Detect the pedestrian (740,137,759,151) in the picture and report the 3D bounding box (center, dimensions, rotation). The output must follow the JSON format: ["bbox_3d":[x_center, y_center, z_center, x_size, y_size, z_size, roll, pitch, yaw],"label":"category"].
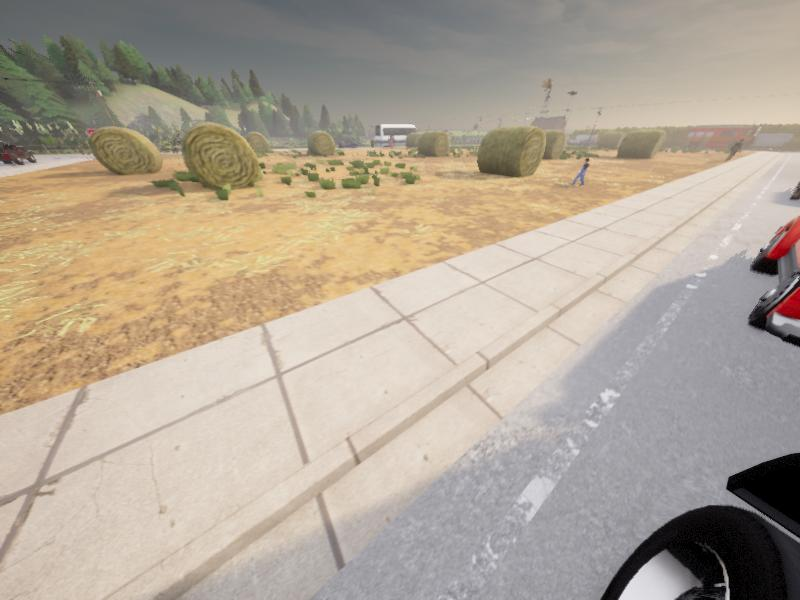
[{"bbox_3d":[57.041,-25.436,37.689,0.751,1.860,0.751,-11,37,-15],"label":"pedestrian"}]

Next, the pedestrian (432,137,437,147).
[{"bbox_3d":[7.617,-35.188,51.388,0.751,1.860,0.751,-21,41,-27],"label":"pedestrian"}]

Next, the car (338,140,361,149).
[{"bbox_3d":[-10.505,-32.440,48.185,4.193,1.474,1.816,-19,40,-25],"label":"car"}]

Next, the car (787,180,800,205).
[{"bbox_3d":[18.166,-4.782,9.386,4.181,1.385,1.994,-22,41,-28],"label":"car"}]

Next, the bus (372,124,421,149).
[{"bbox_3d":[-0.569,-37.121,52.367,10.273,4.253,3.944,-20,40,-25],"label":"bus"}]

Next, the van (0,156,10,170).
[{"bbox_3d":[-33.194,-10.582,16.739,2.351,2.431,6.366,-21,40,-27],"label":"van"}]

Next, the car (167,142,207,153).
[{"bbox_3d":[-35.913,-25.840,39.095,4.718,1.301,1.895,-19,40,-25],"label":"car"}]

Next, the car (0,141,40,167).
[{"bbox_3d":[-37.248,-13.859,21.810,1.905,1.878,3.866,-21,41,-27],"label":"car"}]

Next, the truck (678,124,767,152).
[{"bbox_3d":[58.329,-29.676,42.256,2.891,3.827,8.468,-21,41,-27],"label":"truck"}]

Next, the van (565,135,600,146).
[{"bbox_3d":[47.668,-41.903,60.651,2.351,2.431,6.366,-21,41,-27],"label":"van"}]

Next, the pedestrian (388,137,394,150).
[{"bbox_3d":[-1.574,-28.201,41.583,0.751,1.860,0.751,11,37,15],"label":"pedestrian"}]

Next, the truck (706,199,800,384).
[{"bbox_3d":[6.909,-0.654,2.661,5.204,2.467,2.627,-22,41,-28],"label":"truck"}]

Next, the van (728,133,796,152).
[{"bbox_3d":[63.905,-28.008,41.015,1.988,2.561,5.915,-21,41,-27],"label":"van"}]

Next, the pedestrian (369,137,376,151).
[{"bbox_3d":[-4.378,-24.834,36.857,0.751,1.860,0.751,6,36,8],"label":"pedestrian"}]

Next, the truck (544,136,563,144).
[{"bbox_3d":[52.685,-55.015,79.348,6.274,2.098,2.390,-21,41,-27],"label":"truck"}]

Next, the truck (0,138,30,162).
[{"bbox_3d":[-45.221,-16.814,25.788,6.274,2.098,2.390,16,37,21],"label":"truck"}]

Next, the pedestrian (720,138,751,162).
[{"bbox_3d":[31.515,-14.073,21.707,0.751,1.860,0.751,-19,40,-24],"label":"pedestrian"}]

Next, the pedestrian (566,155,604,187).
[{"bbox_3d":[9.032,-6.317,11.318,0.751,1.300,0.751,-4,36,-5],"label":"pedestrian"}]

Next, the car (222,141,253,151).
[{"bbox_3d":[-29.603,-28.115,42.131,4.193,1.474,1.816,-19,40,-25],"label":"car"}]

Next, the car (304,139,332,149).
[{"bbox_3d":[-17.043,-32.572,48.246,4.856,1.649,2.033,-19,40,-25],"label":"car"}]

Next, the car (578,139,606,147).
[{"bbox_3d":[46.997,-38.482,56.661,2.163,1.488,4.792,-21,40,-27],"label":"car"}]
